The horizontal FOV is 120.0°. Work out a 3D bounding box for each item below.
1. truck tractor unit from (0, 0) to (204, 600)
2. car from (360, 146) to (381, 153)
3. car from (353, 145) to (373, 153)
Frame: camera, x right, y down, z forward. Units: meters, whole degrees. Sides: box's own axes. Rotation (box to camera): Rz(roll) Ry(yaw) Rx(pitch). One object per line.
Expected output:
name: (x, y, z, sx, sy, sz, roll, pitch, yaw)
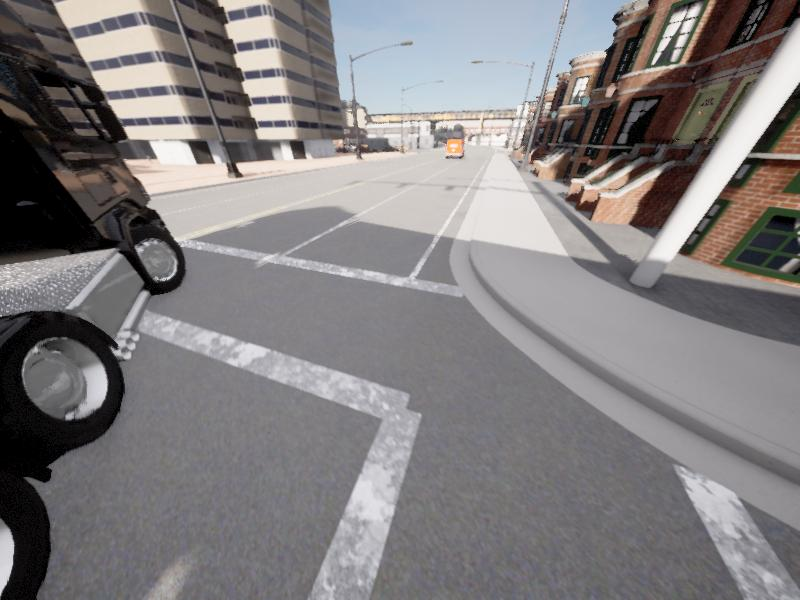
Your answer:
truck tractor unit: (-4.414, -0.694, 1.372, 3.053, 4.208, 6.516, -19, 39, -24)
car: (-8.398, -42.346, 64.978, 5.357, 1.411, 2.033, 10, 36, 15)
car: (-10.030, -40.651, 62.324, 4.856, 1.649, 2.033, 10, 36, 15)
